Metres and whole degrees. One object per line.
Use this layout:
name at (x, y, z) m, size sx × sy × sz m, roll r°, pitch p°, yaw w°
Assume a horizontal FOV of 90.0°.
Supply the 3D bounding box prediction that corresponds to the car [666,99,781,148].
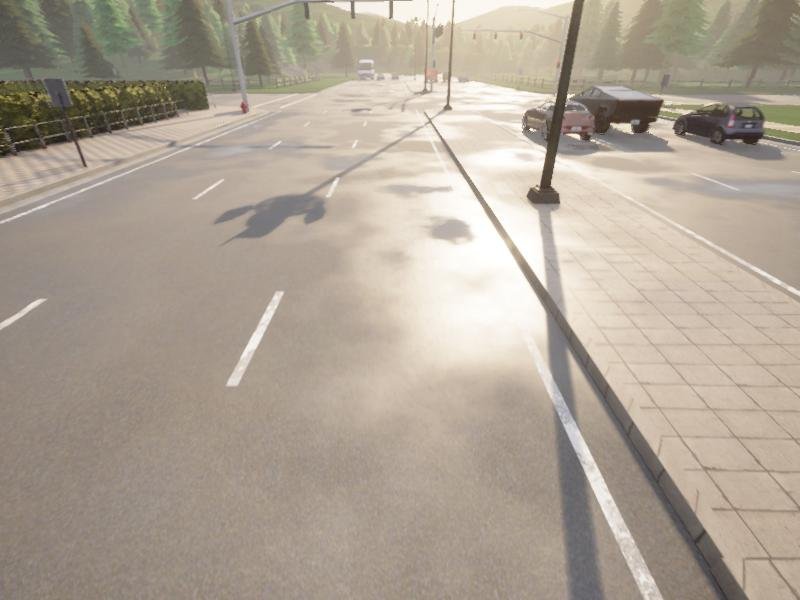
car at (14.714, -8.278, 18.557) m, size 1.851 × 1.617 × 3.988 m, roll 0°, pitch 30°, yaw -1°

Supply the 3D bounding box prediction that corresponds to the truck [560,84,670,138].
truck at (11.170, -10.333, 21.579) m, size 2.390 × 2.098 × 6.274 m, roll 0°, pitch 30°, yaw -1°

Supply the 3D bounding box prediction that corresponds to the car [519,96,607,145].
car at (7.698, -8.897, 19.596) m, size 2.152 × 1.651 × 5.027 m, roll 0°, pitch 30°, yaw -1°

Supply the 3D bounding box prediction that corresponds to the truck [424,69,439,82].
truck at (6.772, -48.647, 86.681) m, size 2.627 × 2.467 × 5.204 m, roll 0°, pitch 30°, yaw 0°
